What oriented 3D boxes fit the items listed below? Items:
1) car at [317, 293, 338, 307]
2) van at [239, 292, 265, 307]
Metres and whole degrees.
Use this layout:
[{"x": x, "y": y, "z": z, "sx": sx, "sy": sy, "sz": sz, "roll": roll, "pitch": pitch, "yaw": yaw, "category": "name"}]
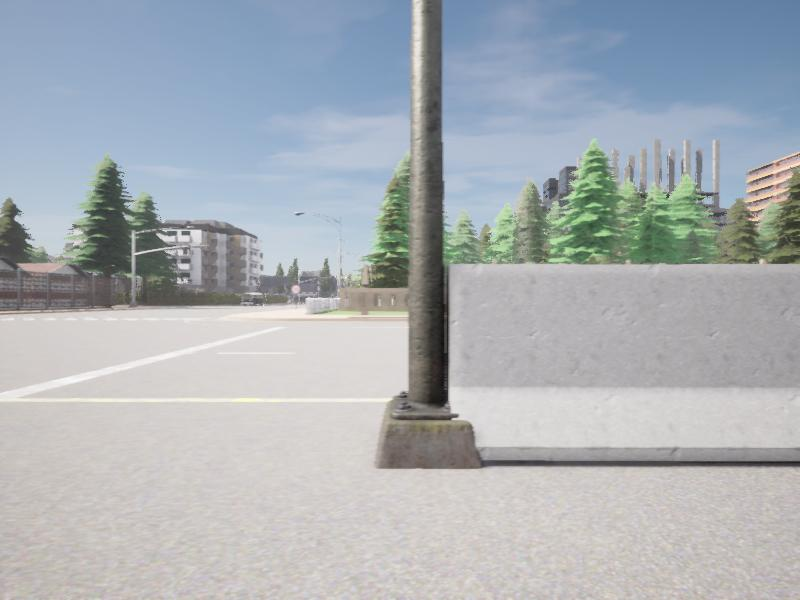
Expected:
[{"x": -10.999, "y": -0.040, "z": 61.287, "sx": 2.150, "sy": 2.045, "sz": 5.566, "roll": 0, "pitch": 0, "yaw": 1, "category": "car"}, {"x": -21.590, "y": -0.047, "z": 58.676, "sx": 2.069, "sy": 2.038, "sz": 4.480, "roll": 0, "pitch": 0, "yaw": 2, "category": "van"}]
